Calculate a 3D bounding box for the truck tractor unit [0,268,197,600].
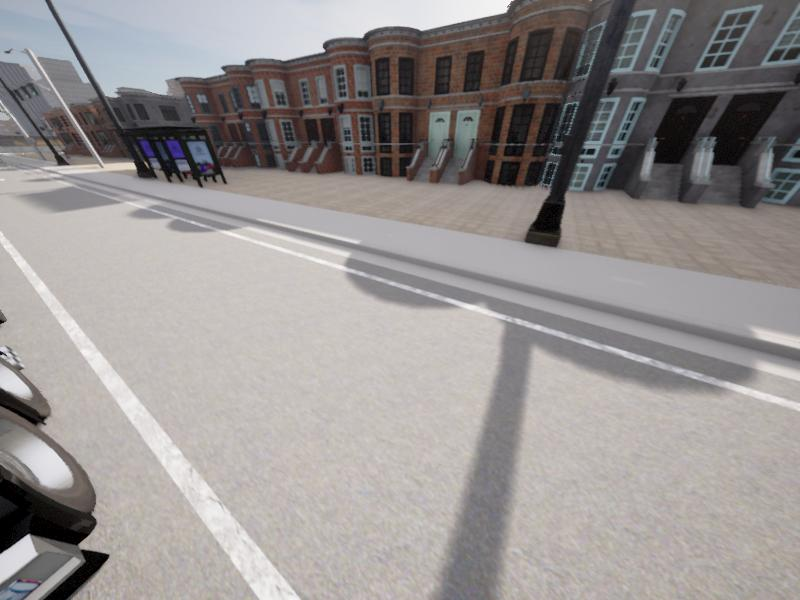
[{"bbox_3d":[-5.117,-0.295,0.773,6.516,4.208,3.053,18,39,24],"label":"truck tractor unit"}]
